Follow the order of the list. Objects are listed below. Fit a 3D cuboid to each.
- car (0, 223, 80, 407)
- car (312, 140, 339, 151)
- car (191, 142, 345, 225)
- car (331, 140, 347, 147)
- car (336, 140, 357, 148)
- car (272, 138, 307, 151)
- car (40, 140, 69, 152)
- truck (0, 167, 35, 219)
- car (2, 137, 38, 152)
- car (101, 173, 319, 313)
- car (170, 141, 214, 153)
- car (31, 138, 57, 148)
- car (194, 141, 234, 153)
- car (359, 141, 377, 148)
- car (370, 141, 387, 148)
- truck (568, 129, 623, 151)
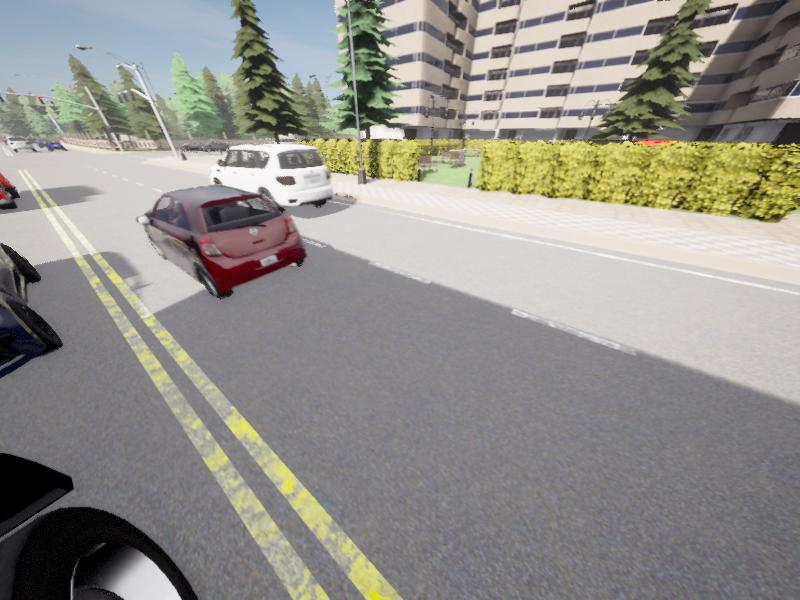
[{"bbox_3d":[-6.270,-0.094,2.549,4.611,1.667,2.242,22,41,28],"label":"car"},{"bbox_3d":[-15.019,-31.274,46.740,2.033,1.649,4.856,22,41,28],"label":"car"},{"bbox_3d":[-4.956,-4.642,8.681,5.566,2.045,2.150,22,41,28],"label":"car"},{"bbox_3d":[-16.009,-40.968,60.537,1.845,1.501,3.633,22,41,28],"label":"car"},{"bbox_3d":[-13.451,-39.534,58.551,2.242,1.667,4.611,22,41,28],"label":"car"},{"bbox_3d":[-21.101,-29.985,44.501,2.150,2.045,5.566,22,41,28],"label":"car"},{"bbox_3d":[-61.240,-27.344,40.940,4.514,1.525,2.007,22,41,28],"label":"car"},{"bbox_3d":[-16.082,-4.462,7.887,5.204,2.467,2.627,25,42,26],"label":"truck"},{"bbox_3d":[-62.444,-25.611,37.966,5.566,2.045,2.150,22,41,28],"label":"car"},{"bbox_3d":[-3.696,-1.456,4.617,3.633,1.501,1.845,22,41,28],"label":"car"},{"bbox_3d":[-34.751,-25.635,38.709,2.163,1.488,4.792,22,41,28],"label":"car"},{"bbox_3d":[-75.180,-33.163,48.794,4.553,1.767,2.097,22,41,28],"label":"car"},{"bbox_3d":[-30.767,-25.410,38.383,2.007,1.525,4.514,22,41,28],"label":"car"},{"bbox_3d":[-8.188,-40.311,59.724,1.837,1.490,4.892,22,41,28],"label":"car"},{"bbox_3d":[-5.332,-39.111,58.095,1.812,1.442,4.674,22,41,28],"label":"car"},{"bbox_3d":[43.710,-36.019,51.939,8.468,3.827,2.891,22,41,28],"label":"truck"}]
